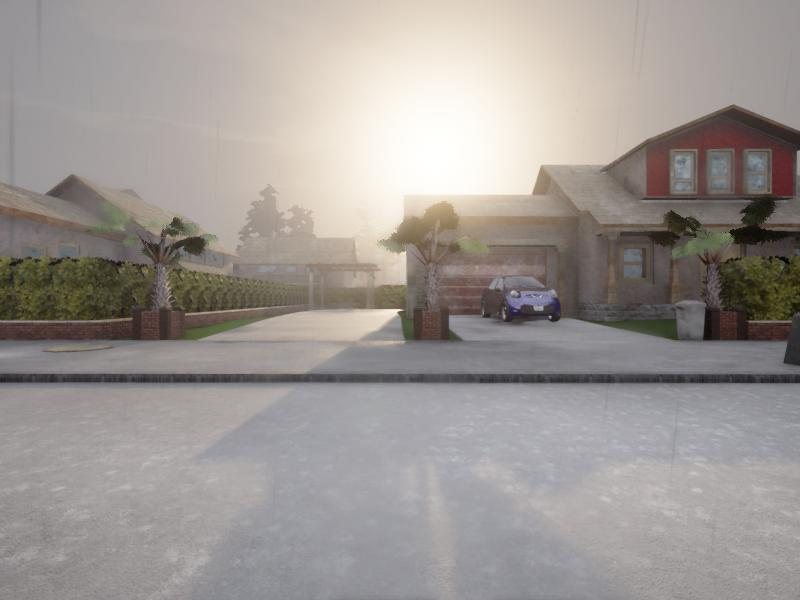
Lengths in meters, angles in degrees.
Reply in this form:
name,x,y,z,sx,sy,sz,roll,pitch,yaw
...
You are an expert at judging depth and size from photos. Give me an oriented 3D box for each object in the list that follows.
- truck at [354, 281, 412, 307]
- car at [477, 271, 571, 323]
name,x,y,z,sx,sy,sz,roll,pitch,yaw
truck,-2.477,-0.921,60.272,8.468,3.827,2.891,0,0,0
car,3.891,-0.082,13.247,1.845,1.501,3.633,0,0,-3
